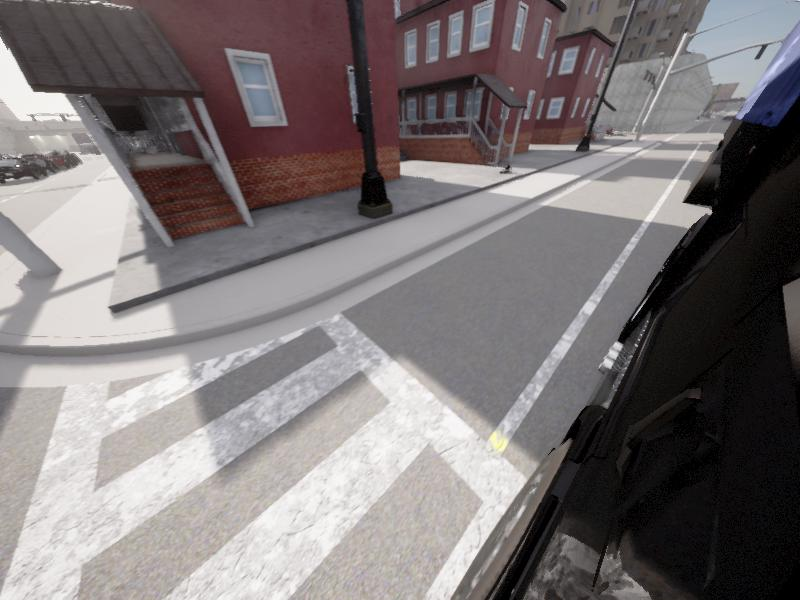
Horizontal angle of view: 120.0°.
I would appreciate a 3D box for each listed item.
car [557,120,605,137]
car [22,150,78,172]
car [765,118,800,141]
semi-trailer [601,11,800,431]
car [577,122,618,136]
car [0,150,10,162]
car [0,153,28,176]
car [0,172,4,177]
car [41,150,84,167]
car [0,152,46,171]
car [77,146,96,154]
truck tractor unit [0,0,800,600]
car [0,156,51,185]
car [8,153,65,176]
[{"bbox_3d":[26.175,-24.976,33.546,2.033,1.649,4.856,-30,49,-32],"label":"car"},{"bbox_3d":[-38.143,-15.382,25.358,2.242,1.667,4.611,-30,44,-32],"label":"car"},{"bbox_3d":[36.170,-15.706,21.250,4.974,1.542,2.038,-30,45,-32],"label":"car"},{"bbox_3d":[8.549,-3.694,4.381,14.254,4.402,2.717,-30,45,-31],"label":"semi-trailer"},{"bbox_3d":[29.570,-25.732,34.741,1.994,1.385,4.181,-30,49,-32],"label":"car"},{"bbox_3d":[-77.497,-27.322,43.920,2.033,1.649,4.856,-30,45,-32],"label":"car"},{"bbox_3d":[-39.745,-13.303,22.659,2.242,1.667,4.611,-30,45,-32],"label":"car"},{"bbox_3d":[-35.728,-10.776,19.123,1.845,1.501,3.633,-30,45,-32],"label":"car"},{"bbox_3d":[-42.758,-18.086,29.408,2.007,1.525,4.514,-29,44,-31],"label":"car"},{"bbox_3d":[-45.123,-16.553,27.506,2.128,1.511,4.902,-30,45,-32],"label":"car"},{"bbox_3d":[-81.801,-39.110,60.259,2.033,1.411,5.357,-30,45,-32],"label":"car"},{"bbox_3d":[2.645,-0.295,0.351,6.516,4.208,3.053,-28,44,-30],"label":"truck tractor unit"},{"bbox_3d":[-29.828,-10.182,18.026,1.812,1.442,4.674,-30,45,-32],"label":"car"},{"bbox_3d":[-34.104,-12.850,21.813,1.845,1.501,3.633,-30,45,-32],"label":"car"}]
